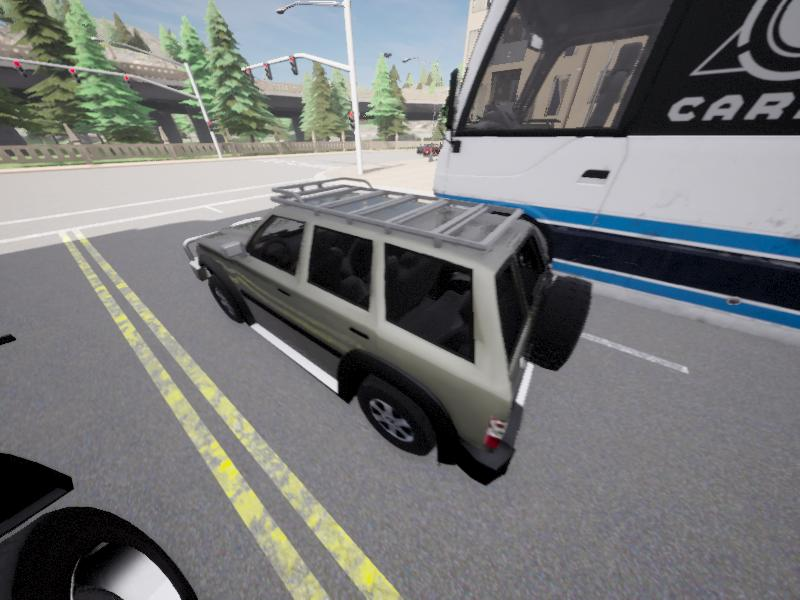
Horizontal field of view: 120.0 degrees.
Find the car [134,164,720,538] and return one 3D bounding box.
[{"bbox_3d":[-0.626,-0.349,2.769,4.605,1.855,1.932,22,41,28],"label":"car"}]

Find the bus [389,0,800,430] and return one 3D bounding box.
[{"bbox_3d":[5.215,-1.318,2.131,10.273,4.253,3.944,22,41,28],"label":"bus"}]

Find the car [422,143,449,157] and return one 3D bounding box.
[{"bbox_3d":[5.091,-21.449,33.005,1.816,1.474,4.193,26,43,32],"label":"car"}]

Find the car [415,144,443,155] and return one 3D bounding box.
[{"bbox_3d":[4.622,-23.973,36.675,4.181,1.385,1.994,-29,45,-35],"label":"car"}]
